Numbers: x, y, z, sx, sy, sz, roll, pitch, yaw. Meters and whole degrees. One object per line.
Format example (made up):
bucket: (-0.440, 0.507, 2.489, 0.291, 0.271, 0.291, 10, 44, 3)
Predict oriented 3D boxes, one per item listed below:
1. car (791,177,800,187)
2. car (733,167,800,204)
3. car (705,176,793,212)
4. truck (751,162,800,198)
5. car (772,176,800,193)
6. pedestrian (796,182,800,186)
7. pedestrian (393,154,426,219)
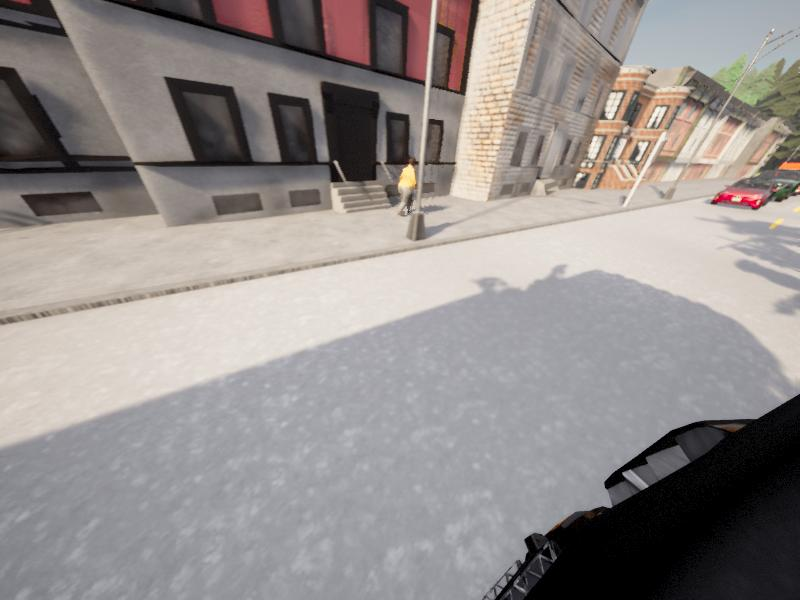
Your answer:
car: (60.138, -17.359, 33.786, 4.792, 1.488, 2.163, -16, 38, -26)
car: (28.490, -8.834, 17.607, 5.566, 2.045, 2.150, -16, 38, -26)
car: (21.389, -6.598, 14.164, 4.514, 1.525, 2.007, -16, 38, -26)
truck: (35.882, -11.094, 21.192, 5.204, 2.467, 2.627, -16, 38, -26)
car: (42.771, -12.551, 24.980, 4.718, 1.301, 1.895, -16, 38, -26)
pedestrian: (54.604, -16.154, 30.755, 0.751, 1.860, 0.751, 10, 34, 11)
pedestrian: (0.282, -3.831, 7.862, 0.751, 1.860, 0.751, -15, 37, -25)
